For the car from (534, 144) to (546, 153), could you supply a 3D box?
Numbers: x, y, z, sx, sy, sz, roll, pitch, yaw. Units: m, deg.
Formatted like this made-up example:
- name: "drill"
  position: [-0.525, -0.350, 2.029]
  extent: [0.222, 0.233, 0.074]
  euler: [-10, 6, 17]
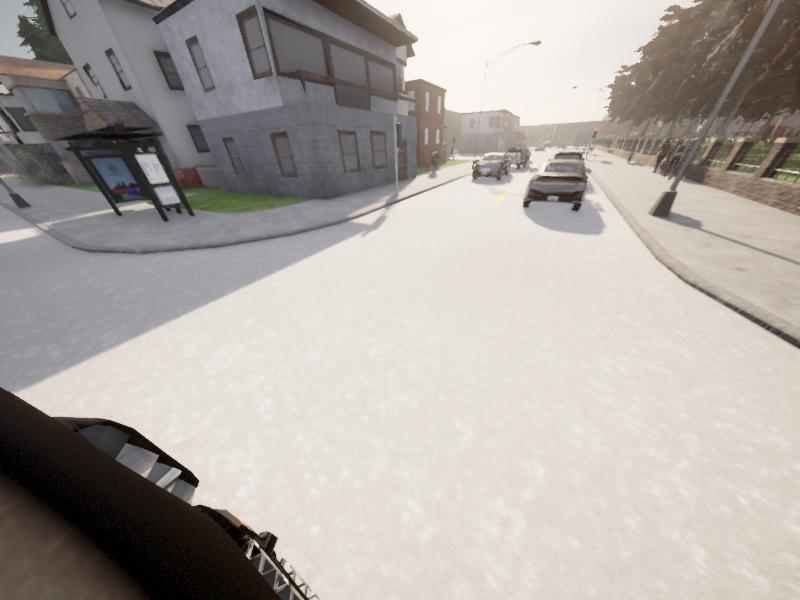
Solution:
- name: "car"
  position: [31.158, -33.650, 51.314]
  extent: [1.812, 1.442, 4.674]
  euler: [16, 38, 26]

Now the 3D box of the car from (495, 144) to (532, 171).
- name: "car"
  position: [10.511, -13.229, 21.298]
  extent: [1.932, 1.855, 4.605]
  euler: [18, 39, 28]

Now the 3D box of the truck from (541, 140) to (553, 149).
- name: "truck"
  position: [45.454, -48.115, 71.450]
  extent: [2.390, 2.098, 6.274]
  euler: [16, 38, 26]

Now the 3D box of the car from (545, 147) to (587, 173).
- name: "car"
  position: [13.191, -11.353, 18.651]
  extent: [2.128, 1.511, 4.902]
  euler: [15, 37, 24]

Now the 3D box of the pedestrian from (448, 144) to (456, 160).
- name: "pedestrian"
  position: [7.768, -22.102, 34.515]
  extent: [0.751, 1.860, 0.751]
  euler: [24, 42, 34]

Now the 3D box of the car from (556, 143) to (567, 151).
- name: "car"
  position: [39.990, -37.944, 57.223]
  extent: [1.970, 1.475, 3.806]
  euler: [16, 38, 26]

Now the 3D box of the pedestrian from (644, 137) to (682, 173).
- name: "pedestrian"
  position: [16.310, -8.999, 14.385]
  extent: [0.751, 1.860, 0.751]
  euler: [17, 38, 26]

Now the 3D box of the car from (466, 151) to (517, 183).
- name: "car"
  position: [6.528, -9.461, 16.246]
  extent: [2.128, 1.511, 4.902]
  euler: [16, 38, 26]

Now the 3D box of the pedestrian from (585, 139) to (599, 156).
- name: "pedestrian"
  position: [25.541, -20.309, 30.715]
  extent: [0.751, 1.860, 0.751]
  euler: [-30, 43, -35]

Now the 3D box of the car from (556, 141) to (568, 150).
- name: "car"
  position: [43.624, -41.714, 62.261]
  extent: [2.097, 1.767, 4.553]
  euler: [16, 38, 26]

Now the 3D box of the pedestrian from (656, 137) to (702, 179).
- name: "pedestrian"
  position: [14.949, -7.656, 12.463]
  extent: [0.751, 1.860, 0.751]
  euler: [17, 38, 26]

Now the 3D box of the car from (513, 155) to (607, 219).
- name: "car"
  position: [6.174, -4.681, 9.117]
  extent: [2.128, 1.511, 4.902]
  euler: [16, 38, 26]

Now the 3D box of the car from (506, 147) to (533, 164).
- name: "car"
  position: [13.810, -16.655, 26.557]
  extent: [1.837, 1.490, 4.892]
  euler: [16, 38, 26]

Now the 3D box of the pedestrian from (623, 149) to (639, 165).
- name: "pedestrian"
  position: [19.423, -12.037, 19.415]
  extent: [0.500, 1.100, 0.500]
  euler: [13, 37, 21]

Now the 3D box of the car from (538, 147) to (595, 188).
- name: "car"
  position: [9.706, -8.016, 13.777]
  extent: [2.033, 1.649, 4.856]
  euler: [15, 38, 24]

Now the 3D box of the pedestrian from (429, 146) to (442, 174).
- name: "pedestrian"
  position: [2.849, -11.329, 18.728]
  extent: [0.751, 1.860, 0.751]
  euler: [11, 36, 19]
